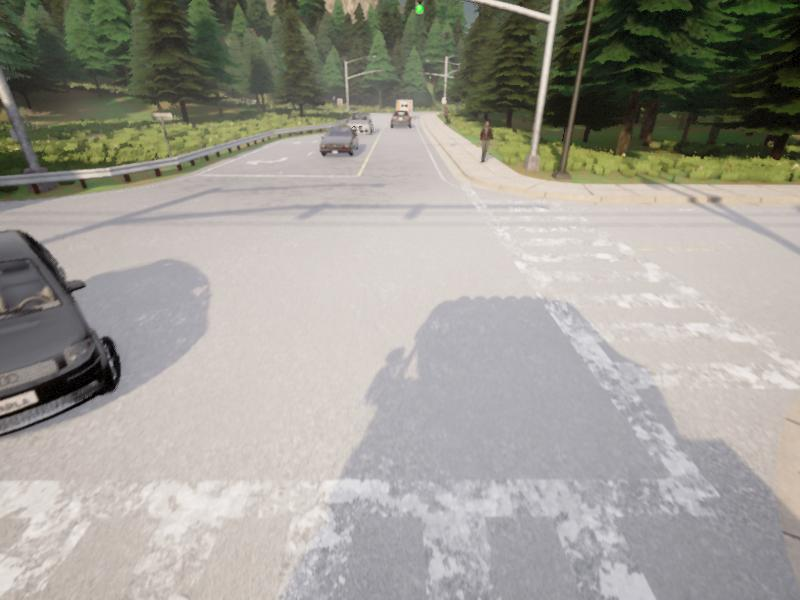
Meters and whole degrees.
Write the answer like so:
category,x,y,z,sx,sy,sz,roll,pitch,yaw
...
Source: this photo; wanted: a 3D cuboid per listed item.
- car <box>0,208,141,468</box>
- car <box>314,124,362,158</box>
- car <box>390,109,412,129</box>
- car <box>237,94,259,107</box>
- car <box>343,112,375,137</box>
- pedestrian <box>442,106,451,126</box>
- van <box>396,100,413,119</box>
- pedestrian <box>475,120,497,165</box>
category,x,y,z,sx,sy,sz,roll,pitch,yaw
car,-4.761,0.158,4.660,1.789,1.549,3.705,-22,34,-40
car,-3.506,-9.528,23.764,2.033,1.411,5.357,0,27,0
car,0.123,-19.431,42.818,2.242,1.667,4.611,0,27,1
car,-30.312,-39.732,79.653,3.866,1.878,1.905,-5,27,-21
car,-3.479,-15.306,34.753,2.242,1.667,4.611,0,27,0
pedestrian,4.939,-19.532,42.412,0.751,1.860,0.751,-2,27,-4
van,0.730,-28.164,59.054,2.351,2.431,6.366,1,27,2
pedestrian,3.923,-7.262,18.426,0.751,1.860,0.751,2,27,5
